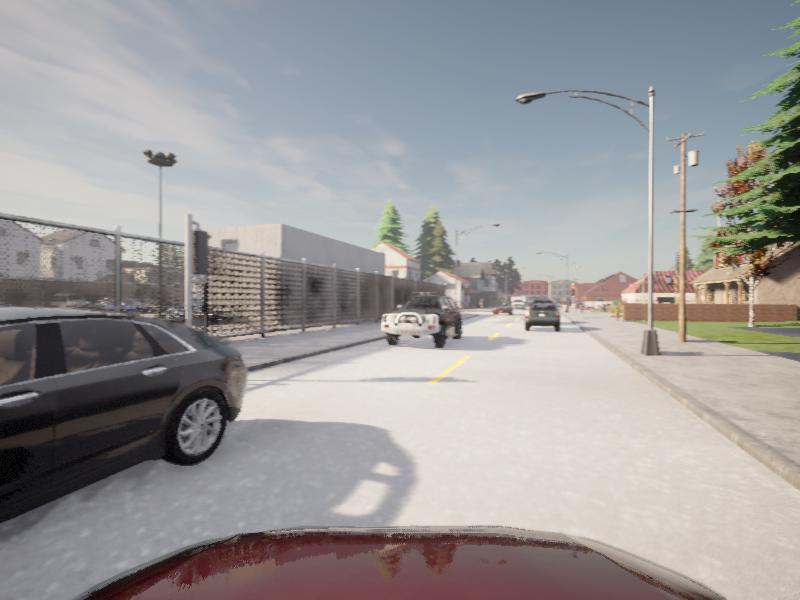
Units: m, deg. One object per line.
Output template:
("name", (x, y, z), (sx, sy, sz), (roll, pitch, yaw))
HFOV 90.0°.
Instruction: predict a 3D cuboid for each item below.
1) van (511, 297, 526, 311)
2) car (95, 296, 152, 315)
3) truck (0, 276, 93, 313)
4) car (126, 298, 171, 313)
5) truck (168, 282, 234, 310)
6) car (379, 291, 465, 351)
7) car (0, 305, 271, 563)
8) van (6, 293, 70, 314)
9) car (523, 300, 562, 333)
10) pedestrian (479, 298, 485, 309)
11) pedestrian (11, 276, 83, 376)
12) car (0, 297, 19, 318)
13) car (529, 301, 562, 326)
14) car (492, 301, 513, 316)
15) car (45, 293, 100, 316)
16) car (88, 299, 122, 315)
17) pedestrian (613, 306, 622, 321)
("van", (21.256, 0.667, 71.553), (2.351, 2.431, 6.366), (0, 0, 20))
("car", (-26.690, 0.503, 38.617), (4.611, 1.667, 2.242), (0, 0, 20))
("truck", (-40.400, -0.596, 45.446), (2.891, 3.827, 8.468), (0, 0, 20))
("car", (-26.320, 0.571, 41.852), (4.193, 1.474, 1.816), (0, 0, 20))
("truck", (-29.601, -0.541, 59.966), (2.891, 3.827, 8.468), (0, 0, 37))
("car", (1.020, 0.648, 14.768), (1.932, 1.855, 4.605), (0, 0, 20))
("car", (-3.206, 0.823, 2.822), (1.837, 1.490, 4.892), (0, 0, 18))
("van", (-37.520, 0.319, 41.600), (2.069, 2.038, 4.480), (0, 0, 20))
("car", (7.829, 0.819, 21.988), (1.851, 1.617, 3.988), (0, 0, 20))
("pedestrian", (13.237, 0.565, 64.339), (0.751, 1.860, 0.751), (0, 0, 21))
("pedestrian", (-6.883, 0.478, 7.830), (0.751, 1.860, 0.751), (0, 0, 9))
("car", (-30.961, 0.549, 30.151), (3.633, 1.501, 1.845), (0, 0, 20))
("car", (10.142, 0.868, 28.068), (2.007, 1.525, 4.514), (0, 0, 18))
("car", (11.099, 0.888, 43.043), (1.816, 1.474, 4.193), (0, 0, 20))
("car", (-28.368, 0.390, 34.660), (3.866, 1.878, 1.905), (0, 0, 20))
("car", (-26.830, 0.608, 36.406), (2.207, 1.379, 1.481), (0, 0, 20))
("pedestrian", (15.930, 0.986, 29.297), (0.500, 1.100, 0.500), (0, 0, 20))
